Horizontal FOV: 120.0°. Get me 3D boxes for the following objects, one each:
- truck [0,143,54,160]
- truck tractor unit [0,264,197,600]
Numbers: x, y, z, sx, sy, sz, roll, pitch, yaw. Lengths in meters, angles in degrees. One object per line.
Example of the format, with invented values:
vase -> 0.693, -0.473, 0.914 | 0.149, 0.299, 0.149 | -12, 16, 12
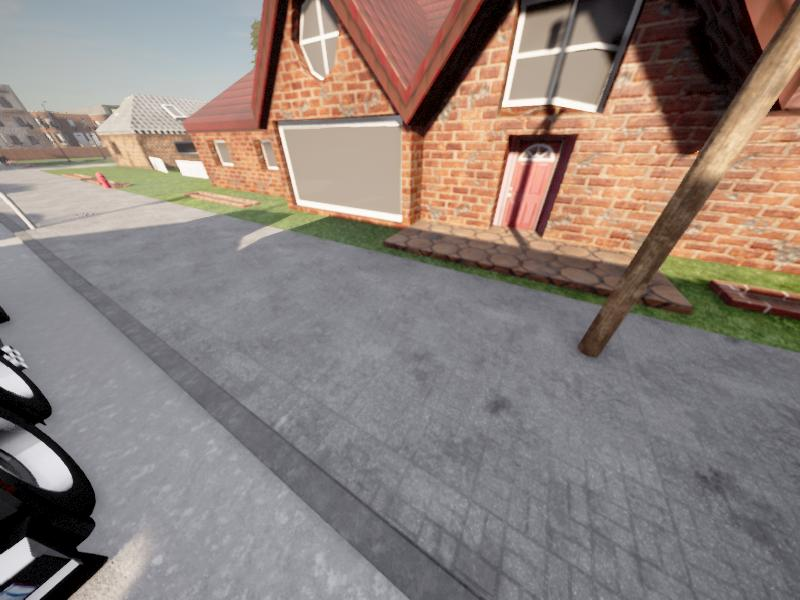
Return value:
truck -> -64.100, -24.958, 38.740 | 2.390, 2.098, 6.274 | 18, 39, 24
truck tractor unit -> -5.112, -0.298, 0.783 | 6.516, 4.208, 3.053 | 18, 39, 24
